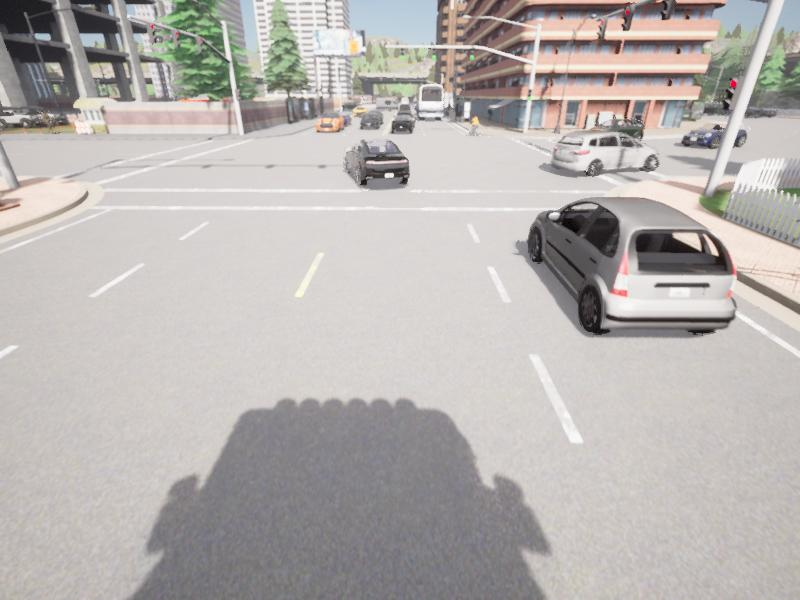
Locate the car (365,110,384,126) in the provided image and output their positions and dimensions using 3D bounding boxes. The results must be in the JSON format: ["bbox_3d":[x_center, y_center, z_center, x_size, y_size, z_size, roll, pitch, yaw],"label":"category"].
[{"bbox_3d":[-2.951,-21.584,47.265,1.837,1.490,4.892,0,27,1],"label":"car"}]

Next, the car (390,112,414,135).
[{"bbox_3d":[0.258,-16.202,36.571,1.930,1.638,5.238,2,27,3],"label":"car"}]

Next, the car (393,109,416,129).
[{"bbox_3d":[0.481,-19.489,42.973,2.242,1.667,4.611,0,27,1],"label":"car"}]

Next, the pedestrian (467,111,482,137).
[{"bbox_3d":[6.031,-14.236,32.424,0.751,1.860,0.751,-8,28,-15],"label":"pedestrian"}]

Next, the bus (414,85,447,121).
[{"bbox_3d":[4.061,-28.060,56.899,3.944,4.253,10.273,0,27,1],"label":"bus"}]

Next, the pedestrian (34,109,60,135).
[{"bbox_3d":[-28.160,-14.221,31.951,0.751,1.860,0.751,6,28,11],"label":"pedestrian"}]

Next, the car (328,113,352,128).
[{"bbox_3d":[-6.493,-19.831,44.053,1.895,1.301,4.718,0,27,1],"label":"car"}]

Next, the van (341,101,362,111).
[{"bbox_3d":[-10.742,-43.242,89.102,4.442,1.987,1.775,0,27,1],"label":"van"}]

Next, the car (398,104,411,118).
[{"bbox_3d":[0.743,-29.411,62.160,1.905,1.878,3.866,0,27,1],"label":"car"}]

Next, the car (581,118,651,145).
[{"bbox_3d":[14.958,-11.730,27.791,3.705,1.549,1.789,-5,28,-10],"label":"car"}]

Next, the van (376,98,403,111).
[{"bbox_3d":[-2.295,-43.440,88.836,5.915,2.561,1.988,0,27,1],"label":"van"}]

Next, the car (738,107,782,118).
[{"bbox_3d":[54.764,-28.642,61.033,2.033,1.411,5.357,0,27,1],"label":"car"}]

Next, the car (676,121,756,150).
[{"bbox_3d":[20.266,-10.633,25.727,3.806,1.475,1.970,-9,29,-18],"label":"car"}]

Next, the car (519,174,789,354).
[{"bbox_3d":[3.531,-0.921,6.708,1.851,1.617,3.988,0,27,1],"label":"car"}]

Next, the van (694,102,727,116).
[{"bbox_3d":[51.368,-31.626,66.235,1.775,1.987,4.442,0,27,1],"label":"van"}]

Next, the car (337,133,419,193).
[{"bbox_3d":[-1.047,-5.625,15.982,2.128,1.511,4.902,-7,28,-14],"label":"car"}]

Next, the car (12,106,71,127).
[{"bbox_3d":[-36.951,-18.983,41.333,3.866,1.878,1.905,0,27,1],"label":"car"}]

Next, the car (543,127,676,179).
[{"bbox_3d":[9.027,-6.492,17.444,4.611,1.667,2.242,-9,28,-16],"label":"car"}]

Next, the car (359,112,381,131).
[{"bbox_3d":[-3.031,-18.304,40.846,1.837,1.490,4.892,0,27,0],"label":"car"}]

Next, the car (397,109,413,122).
[{"bbox_3d":[0.629,-24.522,53.124,2.033,1.411,5.357,0,27,1],"label":"car"}]

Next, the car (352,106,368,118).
[{"bbox_3d":[-6.244,-29.801,63.297,1.882,1.535,5.008,0,27,1],"label":"car"}]

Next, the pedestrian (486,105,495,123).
[{"bbox_3d":[10.385,-21.312,45.938,0.751,1.860,0.751,1,27,3],"label":"pedestrian"}]

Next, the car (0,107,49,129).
[{"bbox_3d":[-36.980,-17.645,38.714,3.866,1.878,1.905,0,27,1],"label":"car"}]

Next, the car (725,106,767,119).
[{"bbox_3d":[51.222,-27.838,59.357,1.837,1.490,4.892,0,27,1],"label":"car"}]

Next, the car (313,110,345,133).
[{"bbox_3d":[-6.573,-16.866,37.705,2.097,1.767,4.553,0,27,1],"label":"car"}]

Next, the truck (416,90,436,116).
[{"bbox_3d":[4.342,-34.002,68.993,2.891,3.827,8.468,0,27,1],"label":"truck"}]
